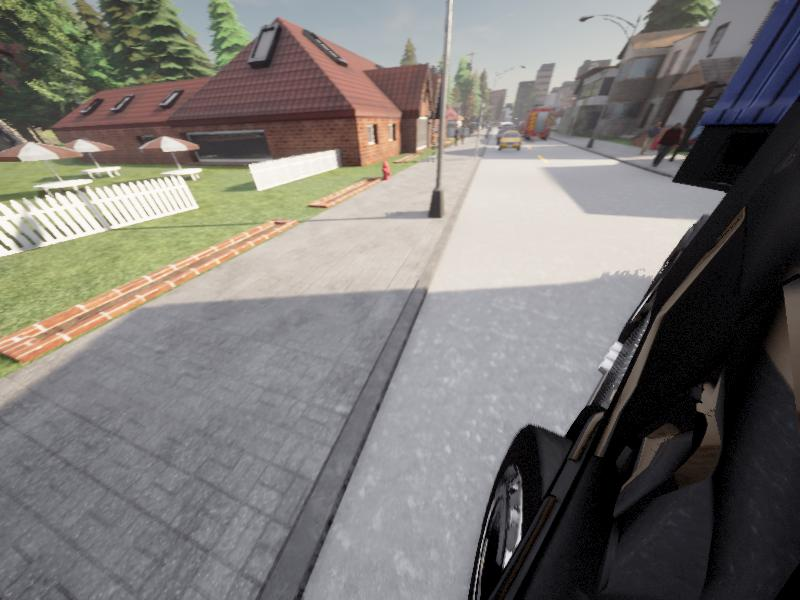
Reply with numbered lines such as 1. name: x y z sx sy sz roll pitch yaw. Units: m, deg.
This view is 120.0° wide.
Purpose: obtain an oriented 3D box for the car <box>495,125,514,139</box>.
1. car: 16.697 -26.986 37.017 2.242 1.667 4.611 10 39 16

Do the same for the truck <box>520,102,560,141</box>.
1. truck: 19.346 -25.137 32.653 2.891 3.827 8.468 10 39 16

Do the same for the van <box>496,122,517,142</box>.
1. van: 14.516 -23.127 31.724 2.069 2.038 4.480 10 39 16

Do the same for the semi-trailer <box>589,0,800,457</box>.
1. semi-trailer: 10.092 -1.559 1.478 14.254 4.402 2.717 -4 37 -2

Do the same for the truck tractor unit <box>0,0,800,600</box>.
1. truck tractor unit: 2.645 -0.295 0.351 6.516 4.208 3.053 -28 44 -30

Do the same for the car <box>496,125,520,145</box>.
1. car: 12.526 -19.334 27.018 2.097 1.767 4.553 10 39 16

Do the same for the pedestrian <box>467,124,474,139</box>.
1. pedestrian: 11.149 -26.797 36.677 0.751 1.860 0.751 10 39 15

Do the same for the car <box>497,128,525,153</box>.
1. car: 10.268 -14.968 21.541 1.801 1.575 5.366 11 39 16

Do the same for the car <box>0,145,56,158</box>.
1. car: -68.332 -27.398 42.507 2.152 1.651 5.027 10 39 16

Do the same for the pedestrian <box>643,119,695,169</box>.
1. pedestrian: 12.440 -7.241 10.767 0.751 1.860 0.751 21 43 28

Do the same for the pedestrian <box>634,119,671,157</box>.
1. pedestrian: 15.468 -9.978 14.229 0.751 1.860 0.751 21 43 28

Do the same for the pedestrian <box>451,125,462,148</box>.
1. pedestrian: 5.771 -16.687 23.596 0.751 1.860 0.751 14 40 20
